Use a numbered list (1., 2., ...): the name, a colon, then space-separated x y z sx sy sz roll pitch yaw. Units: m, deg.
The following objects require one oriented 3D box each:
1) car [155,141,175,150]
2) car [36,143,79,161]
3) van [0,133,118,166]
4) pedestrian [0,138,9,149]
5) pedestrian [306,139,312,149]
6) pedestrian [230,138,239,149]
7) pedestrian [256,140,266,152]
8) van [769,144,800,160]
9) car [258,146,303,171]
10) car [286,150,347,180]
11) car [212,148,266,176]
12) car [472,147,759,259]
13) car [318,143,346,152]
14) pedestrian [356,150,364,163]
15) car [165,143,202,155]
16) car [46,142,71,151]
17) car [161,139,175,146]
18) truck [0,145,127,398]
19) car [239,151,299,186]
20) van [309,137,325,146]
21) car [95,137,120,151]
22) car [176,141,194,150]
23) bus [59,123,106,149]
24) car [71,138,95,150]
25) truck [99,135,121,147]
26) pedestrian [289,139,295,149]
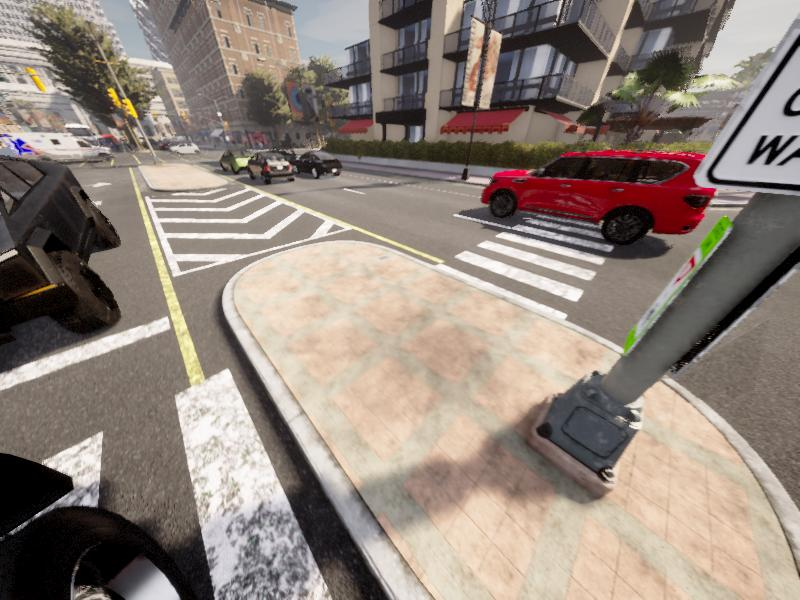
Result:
1. car: -48.244 -31.731 47.395 2.038 1.542 4.974 -29 45 -35
2. car: -39.633 -17.311 26.881 1.882 1.535 5.008 -29 45 -35
3. van: -32.860 -14.774 22.560 6.366 2.431 2.351 -30 45 -36
4. pedestrian: -72.032 -28.296 41.592 0.751 1.860 0.751 30 44 35
5. pedestrian: -21.523 -36.967 54.679 0.751 1.860 0.751 25 42 30
6. pedestrian: -36.897 -34.932 51.561 0.751 1.860 0.751 25 42 31
7. pedestrian: -25.256 -27.965 42.004 0.751 1.860 0.751 -28 44 -35
8. van: 65.115 -24.584 38.291 1.775 1.987 4.442 16 38 21
9. car: -10.512 -12.505 20.324 1.851 1.617 3.988 -29 45 -35
10. car: -6.066 -9.852 16.682 1.837 1.490 4.892 -29 45 -35
11. car: -12.458 -10.757 17.866 2.007 1.525 4.514 -29 45 -35
12. car: 5.433 -3.375 7.075 2.150 2.045 5.566 -28 44 -35
13. car: -13.669 -30.916 46.758 4.792 1.488 2.163 -30 45 -36
14. pedestrian: -4.086 -14.562 23.489 0.500 1.100 0.500 30 44 35
15. car: -32.792 -22.948 35.050 3.633 1.501 1.845 -30 45 -36
16. car: -64.509 -29.136 43.687 1.895 1.301 4.718 -29 45 -36
17. car: -68.830 -46.649 68.460 2.038 1.542 4.974 -29 45 -35
18. truck: -6.563 -1.023 3.505 2.390 2.098 6.274 -29 45 -35
19. car: -8.112 -8.224 14.271 1.789 1.549 3.705 -29 45 -35
20. van: -28.536 -54.469 79.327 1.988 2.561 5.915 -29 45 -35
21. car: -56.270 -30.110 44.551 2.150 2.045 5.566 -29 45 -35
22. car: -46.917 -33.734 50.428 1.970 1.475 3.806 -29 45 -35
23. bus: -69.949 -36.284 51.271 3.944 4.253 10.273 -29 45 -35
24. car: -61.952 -30.516 45.205 1.905 1.878 3.866 -29 45 -35
25. truck: -75.554 -41.582 60.345 2.627 2.467 5.204 -29 45 -35
26. pedestrian: -24.664 -35.651 52.752 0.751 1.860 0.751 -28 44 -35
